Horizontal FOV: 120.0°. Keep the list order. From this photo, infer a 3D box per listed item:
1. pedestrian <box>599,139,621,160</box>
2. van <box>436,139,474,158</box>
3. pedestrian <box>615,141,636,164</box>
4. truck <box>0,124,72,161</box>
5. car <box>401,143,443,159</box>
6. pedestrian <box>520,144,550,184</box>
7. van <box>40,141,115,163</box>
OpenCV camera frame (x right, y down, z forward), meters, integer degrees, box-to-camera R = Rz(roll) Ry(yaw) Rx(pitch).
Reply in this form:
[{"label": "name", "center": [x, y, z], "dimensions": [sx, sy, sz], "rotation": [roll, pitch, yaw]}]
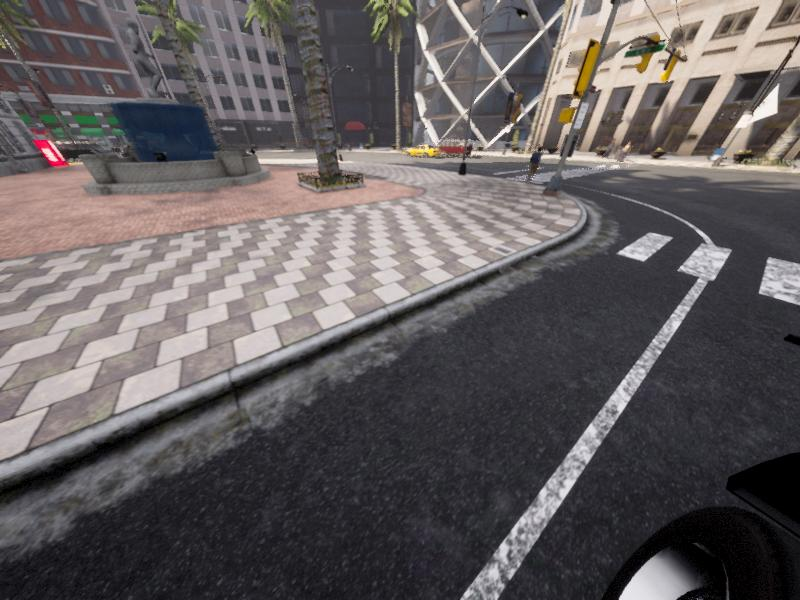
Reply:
[{"label": "pedestrian", "center": [22.207, -15.983, 24.491], "dimensions": [0.751, 1.860, 0.751], "rotation": [-3, 35, -3]}, {"label": "van", "center": [7.349, -20.439, 31.123], "dimensions": [4.442, 1.987, 1.775], "rotation": [27, 43, 33]}, {"label": "pedestrian", "center": [21.756, -14.247, 22.287], "dimensions": [0.751, 1.860, 0.751], "rotation": [28, 44, 34]}, {"label": "truck", "center": [-51.206, -20.563, 30.145], "dimensions": [8.468, 3.827, 2.891], "rotation": [-22, 40, -28]}, {"label": "car", "center": [2.844, -19.850, 30.671], "dimensions": [5.366, 1.575, 1.801], "rotation": [24, 42, 30]}, {"label": "pedestrian", "center": [7.620, -7.682, 13.090], "dimensions": [0.751, 1.860, 0.751], "rotation": [-24, 42, -30]}, {"label": "van", "center": [-37.692, -17.474, 27.259], "dimensions": [4.442, 1.987, 1.775], "rotation": [-17, 38, -22]}]
